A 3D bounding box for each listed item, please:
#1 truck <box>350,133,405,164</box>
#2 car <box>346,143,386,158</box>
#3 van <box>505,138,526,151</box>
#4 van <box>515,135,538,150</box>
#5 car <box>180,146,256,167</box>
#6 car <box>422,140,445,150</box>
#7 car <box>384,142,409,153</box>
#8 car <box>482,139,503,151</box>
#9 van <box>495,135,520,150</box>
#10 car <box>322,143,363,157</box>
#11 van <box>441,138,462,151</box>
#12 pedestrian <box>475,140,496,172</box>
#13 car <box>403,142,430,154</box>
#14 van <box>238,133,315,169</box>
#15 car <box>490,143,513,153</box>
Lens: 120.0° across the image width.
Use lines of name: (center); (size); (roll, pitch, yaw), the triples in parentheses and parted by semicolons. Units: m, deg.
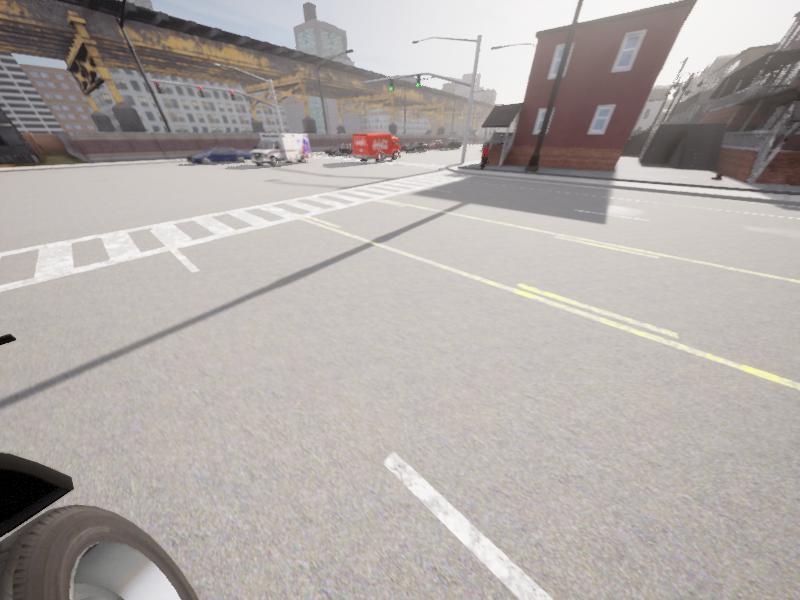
truck: (-2.173, -15.860, 24.118); (2.627, 2.467, 5.204); (26, 43, 31)
car: (-4.454, -20.193, 31.154); (2.033, 1.411, 5.357); (26, 43, 31)
van: (21.828, -29.332, 43.589); (1.775, 1.987, 4.442); (25, 43, 31)
van: (26.171, -32.605, 47.744); (1.988, 2.561, 5.915); (26, 43, 31)
car: (-17.576, -14.172, 22.629); (2.033, 1.411, 5.357); (25, 43, 31)
car: (6.810, -31.397, 46.746); (2.242, 1.667, 4.611); (26, 42, 31)
car: (-0.619, -26.060, 39.459); (1.994, 1.385, 4.181); (26, 42, 31)
car: (17.627, -29.517, 43.938); (1.932, 1.855, 4.605); (26, 43, 31)
van: (22.696, -33.296, 48.806); (2.351, 2.431, 6.366); (25, 43, 31)
car: (-7.894, -20.968, 32.238); (2.033, 1.411, 5.357); (25, 43, 31)
van: (10.205, -30.721, 45.527); (1.775, 1.987, 4.442); (25, 42, 31)
pedestrian: (6.097, -10.293, 16.509); (0.751, 1.860, 0.751); (29, 45, 35)
car: (2.767, -25.312, 38.301); (1.837, 1.490, 4.892); (25, 42, 31)
van: (-10.915, -13.884, 21.347); (2.351, 2.431, 6.366); (9, 36, 13)
car: (17.170, -25.809, 39.148); (1.994, 1.385, 4.181); (26, 43, 32)
